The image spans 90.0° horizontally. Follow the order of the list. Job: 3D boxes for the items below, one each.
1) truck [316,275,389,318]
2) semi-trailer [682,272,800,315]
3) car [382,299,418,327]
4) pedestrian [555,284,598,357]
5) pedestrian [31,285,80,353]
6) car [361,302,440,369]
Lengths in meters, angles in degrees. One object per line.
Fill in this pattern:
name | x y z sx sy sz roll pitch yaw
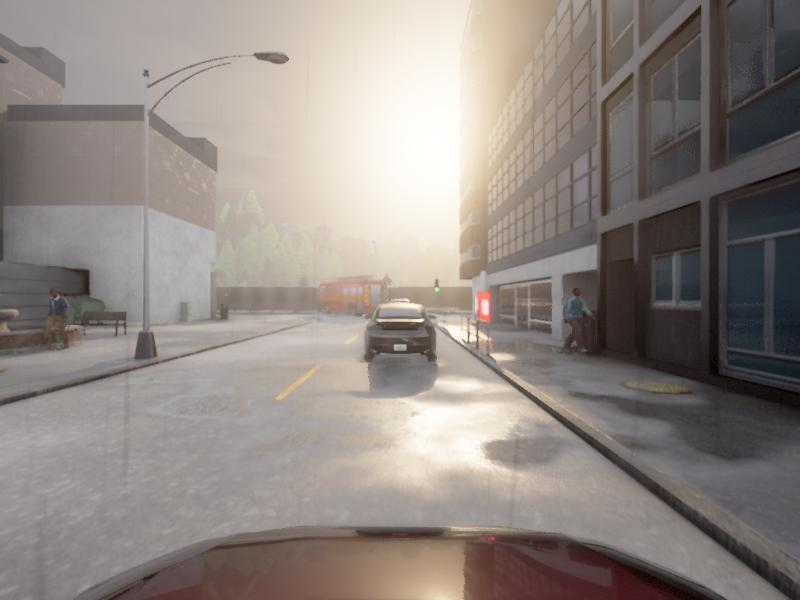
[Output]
truck | -4.938 -0.340 39.700 2.891 3.827 8.468 0 0 -42
semi-trailer | 38.237 -0.638 42.739 14.254 4.402 2.717 0 0 0
car | 0.029 0.768 26.083 2.152 1.651 5.027 0 0 1
pedestrian | 4.705 0.528 10.722 0.751 1.860 0.751 0 0 -13
pedestrian | -9.835 0.527 11.442 0.751 1.860 0.751 0 0 0
car | 0.007 0.840 11.808 1.837 1.490 4.892 0 1 0
